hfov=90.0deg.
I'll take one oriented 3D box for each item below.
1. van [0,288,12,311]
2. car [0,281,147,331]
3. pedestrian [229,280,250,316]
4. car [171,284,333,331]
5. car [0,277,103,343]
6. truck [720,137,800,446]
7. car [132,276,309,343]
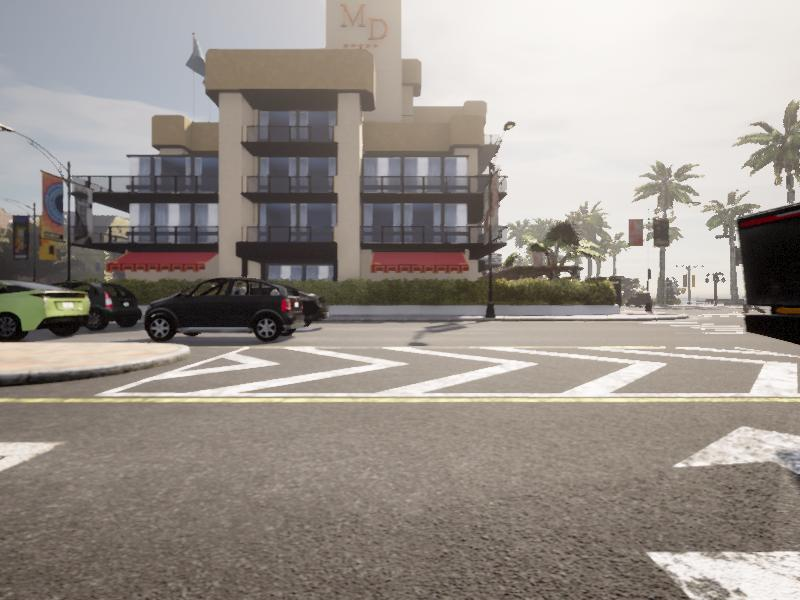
[{"bbox_3d":[-36.513,-0.029,34.325,2.069,2.038,4.480,0,0,0],"label":"van"},{"bbox_3d":[-11.240,0.188,13.686,3.988,1.617,1.851,0,0,0],"label":"car"},{"bbox_3d":[-8.380,-0.115,20.916,0.751,1.860,0.751,0,0,0],"label":"pedestrian"},{"bbox_3d":[-4.878,0.244,13.692,4.892,1.490,1.837,0,0,0],"label":"car"},{"bbox_3d":[-10.569,0.229,10.177,4.514,1.525,2.007,0,0,0],"label":"car"},{"bbox_3d":[5.860,-0.058,2.207,6.274,2.098,2.390,0,0,0],"label":"truck"},{"bbox_3d":[-4.386,0.215,10.192,3.705,1.549,1.789,0,0,0],"label":"car"}]
